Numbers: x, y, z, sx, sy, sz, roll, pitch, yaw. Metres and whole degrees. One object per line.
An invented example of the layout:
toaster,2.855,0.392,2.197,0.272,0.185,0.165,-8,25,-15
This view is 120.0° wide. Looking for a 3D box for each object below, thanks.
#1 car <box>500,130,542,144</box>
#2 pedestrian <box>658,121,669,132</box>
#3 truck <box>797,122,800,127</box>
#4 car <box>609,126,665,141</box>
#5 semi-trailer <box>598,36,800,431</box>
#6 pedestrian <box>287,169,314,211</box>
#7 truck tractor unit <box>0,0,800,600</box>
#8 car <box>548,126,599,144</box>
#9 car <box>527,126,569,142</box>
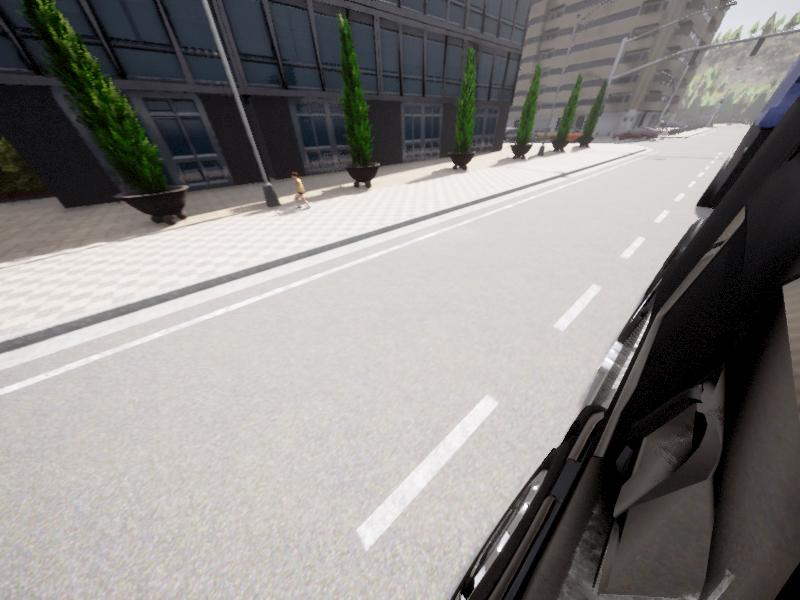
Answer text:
car,17.836,-24.211,34.351,2.128,1.511,4.902,-27,43,-30
pedestrian,54.722,-36.083,47.969,0.751,1.860,0.751,27,45,34
truck,88.033,-38.436,49.069,5.204,2.467,2.627,-27,43,-30
car,30.827,-21.698,30.229,1.812,1.442,4.674,-27,43,-30
semi-trailer,8.716,-3.557,4.265,14.254,4.402,2.717,-28,43,-30
pedestrian,-3.173,-3.513,7.394,0.500,1.100,0.500,-17,38,-19
truck tractor unit,2.645,-0.295,0.351,6.516,4.208,3.053,-28,44,-30
car,22.226,-21.267,29.835,2.097,1.767,4.553,-27,43,-29
car,21.956,-24.759,34.553,1.932,1.855,4.605,-27,43,-30
